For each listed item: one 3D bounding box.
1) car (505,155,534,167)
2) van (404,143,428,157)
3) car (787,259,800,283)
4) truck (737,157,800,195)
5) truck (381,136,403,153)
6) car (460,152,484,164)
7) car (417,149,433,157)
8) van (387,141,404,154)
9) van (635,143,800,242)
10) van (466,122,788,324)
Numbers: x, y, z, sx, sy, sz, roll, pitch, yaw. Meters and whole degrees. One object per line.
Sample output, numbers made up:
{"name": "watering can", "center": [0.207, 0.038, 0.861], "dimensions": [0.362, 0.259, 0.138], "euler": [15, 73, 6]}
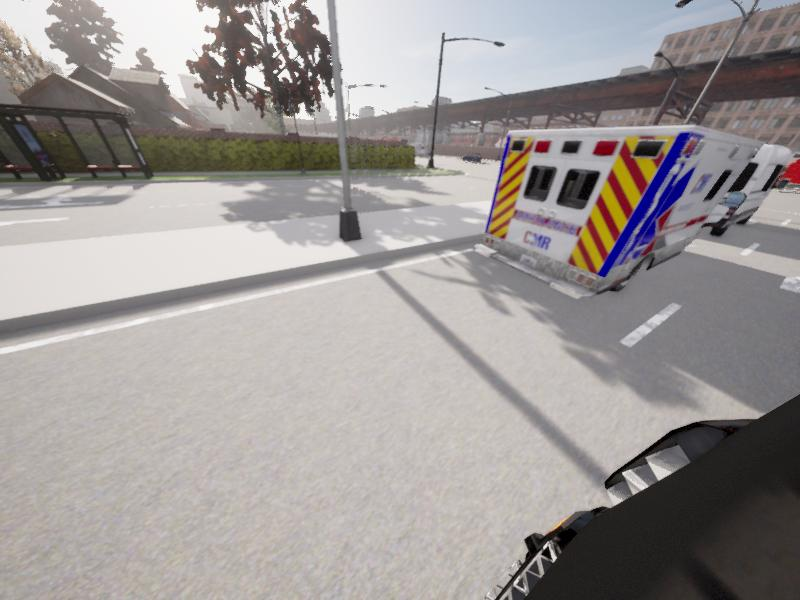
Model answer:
{"name": "car", "center": [19.702, -23.030, 38.206], "dimensions": [1.845, 1.501, 3.633], "euler": [-16, 38, -26]}
{"name": "van", "center": [3.738, -35.619, 54.908], "dimensions": [2.351, 2.431, 6.366], "euler": [-16, 39, -26]}
{"name": "car", "center": [10.522, -1.064, 4.769], "dimensions": [3.633, 1.501, 1.845], "euler": [-16, 38, -26]}
{"name": "truck", "center": [32.976, -10.156, 18.952], "dimensions": [2.627, 2.467, 5.204], "euler": [-16, 37, -25]}
{"name": "truck", "center": [-2.594, -46.818, 69.284], "dimensions": [2.891, 3.827, 8.468], "euler": [-16, 39, -26]}
{"name": "car", "center": [13.002, -25.831, 41.938], "dimensions": [1.789, 1.549, 3.705], "euler": [-16, 38, -25]}
{"name": "car", "center": [6.182, -36.650, 57.510], "dimensions": [1.994, 1.385, 4.181], "euler": [-16, 39, -26]}
{"name": "van", "center": [-1.275, -40.871, 61.955], "dimensions": [1.988, 2.561, 5.915], "euler": [-16, 39, -26]}
{"name": "van", "center": [11.914, -4.130, 8.535], "dimensions": [5.915, 2.561, 1.988], "euler": [-16, 38, -26]}
{"name": "van", "center": [4.851, -2.026, 5.031], "dimensions": [6.366, 2.431, 2.351], "euler": [-16, 38, -26]}
